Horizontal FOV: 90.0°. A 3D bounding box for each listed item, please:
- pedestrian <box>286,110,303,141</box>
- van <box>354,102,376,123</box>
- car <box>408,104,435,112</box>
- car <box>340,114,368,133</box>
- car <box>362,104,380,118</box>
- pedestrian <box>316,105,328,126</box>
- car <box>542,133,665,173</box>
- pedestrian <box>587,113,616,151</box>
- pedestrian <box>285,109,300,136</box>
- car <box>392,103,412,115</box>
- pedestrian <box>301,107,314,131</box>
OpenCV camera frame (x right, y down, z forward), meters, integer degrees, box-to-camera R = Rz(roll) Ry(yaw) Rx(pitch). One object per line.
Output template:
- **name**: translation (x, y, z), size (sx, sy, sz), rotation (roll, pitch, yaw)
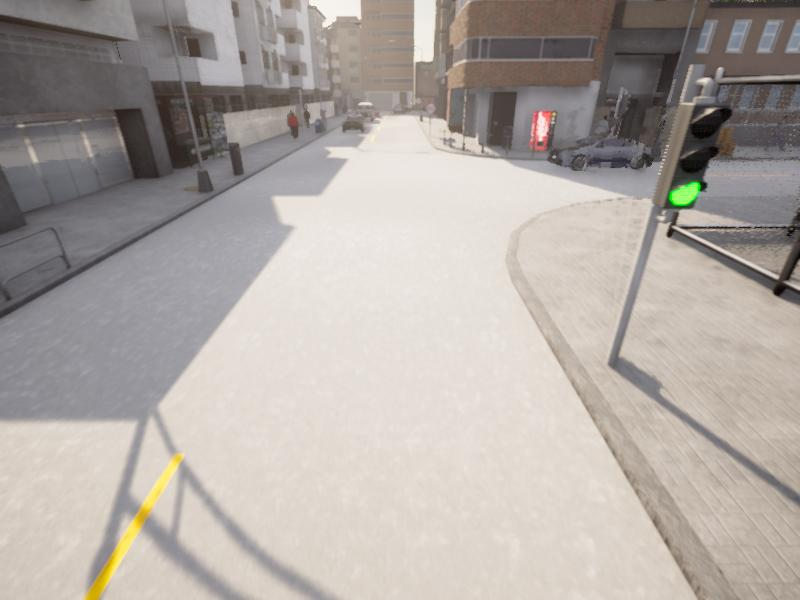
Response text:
- **pedestrian**: translation (-7.098, -11.729, 26.959), size (0.751, 1.860, 0.751), rotation (-1, 27, -1)
- **van**: translation (-4.008, -21.705, 46.282), size (2.069, 2.038, 4.480), rotation (0, 27, 0)
- **car**: translation (3.966, -36.046, 75.176), size (4.718, 1.301, 1.895), rotation (-11, 29, -19)
- **car**: translation (-4.009, -15.733, 35.557), size (1.895, 1.301, 4.718), rotation (0, 27, 0)
- **car**: translation (-3.987, -26.321, 55.593), size (2.242, 1.667, 4.611), rotation (0, 27, 0)
- **pedestrian**: translation (-7.704, -18.313, 39.673), size (0.751, 1.860, 0.751), rotation (5, 28, 9)
- **car**: translation (8.747, -6.489, 17.535), size (4.181, 1.385, 1.994), rotation (-2, 27, -3)
- **pedestrian**: translation (10.955, -9.160, 21.843), size (0.751, 1.860, 0.751), rotation (-7, 28, -14)
- **pedestrian**: translation (-8.132, -13.439, 30.267), size (0.751, 1.860, 0.751), rotation (0, 27, 0)
- **car**: translation (0.346, -32.248, 67.502), size (2.033, 1.649, 4.856), rotation (8, 28, 15)
- **pedestrian**: translation (-7.994, -15.684, 34.600), size (0.751, 1.860, 0.751), rotation (-2, 27, -4)
